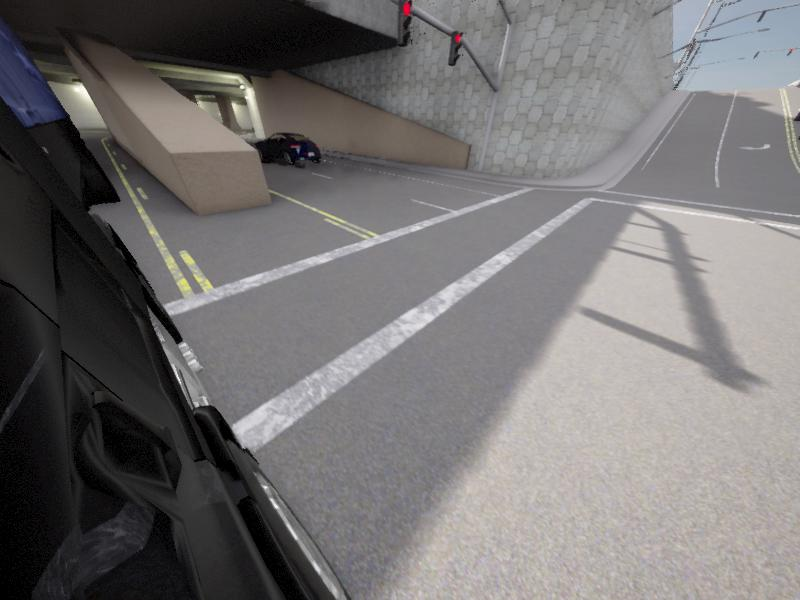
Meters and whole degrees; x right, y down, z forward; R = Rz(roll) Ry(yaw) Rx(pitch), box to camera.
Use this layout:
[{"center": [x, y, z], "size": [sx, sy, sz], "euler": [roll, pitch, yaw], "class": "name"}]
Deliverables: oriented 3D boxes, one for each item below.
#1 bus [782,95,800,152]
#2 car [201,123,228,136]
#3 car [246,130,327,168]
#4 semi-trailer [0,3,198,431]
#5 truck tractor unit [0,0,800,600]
[{"center": [31.948, -14.100, 15.958], "size": [3.944, 4.253, 10.273], "euler": [32, 59, 33], "class": "bus"}, {"center": [-30.755, -28.456, 38.490], "size": [2.007, 1.525, 4.514], "euler": [-8, 38, -14], "class": "car"}, {"center": [-7.450, -9.994, 15.193], "size": [5.027, 1.651, 2.152], "euler": [25, 42, 26], "class": "car"}, {"center": [-8.511, -3.726, 4.402], "size": [14.254, 4.402, 2.717], "euler": [30, 45, 32], "class": "semi-trailer"}, {"center": [-2.645, -0.295, 0.352], "size": [6.516, 4.208, 3.053], "euler": [28, 44, 30], "class": "truck tractor unit"}]
